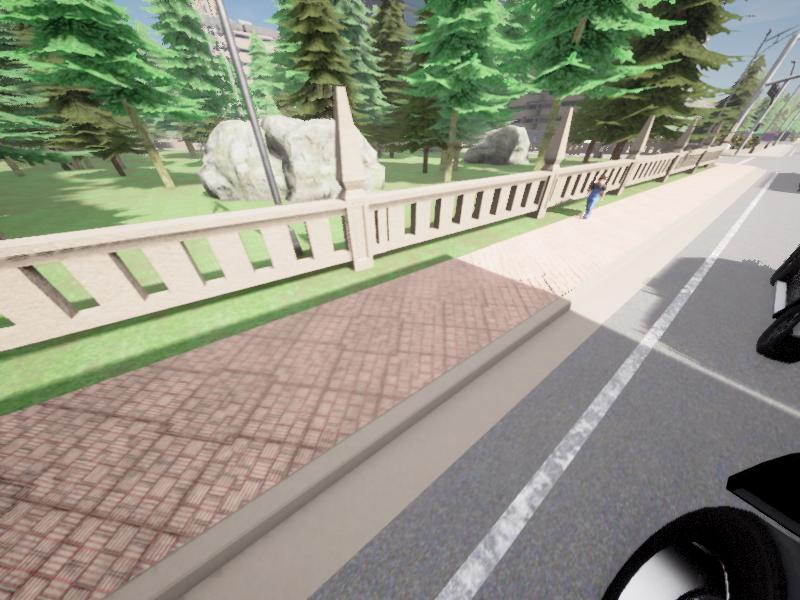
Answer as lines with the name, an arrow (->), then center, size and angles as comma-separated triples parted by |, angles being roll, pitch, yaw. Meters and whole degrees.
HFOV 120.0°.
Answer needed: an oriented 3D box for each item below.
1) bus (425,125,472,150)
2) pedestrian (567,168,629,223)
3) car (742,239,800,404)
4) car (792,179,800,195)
bus -> 10.752, -37.237, 52.967 | 3.944, 4.253, 10.273 | -22, 41, -28
pedestrian -> 5.807, -3.103, 6.837 | 0.751, 1.300, 0.751 | -20, 40, -26
car -> 6.331, -0.161, 2.548 | 4.605, 1.855, 1.932 | -21, 40, -28
car -> 20.332, -5.744, 10.586 | 3.633, 1.501, 1.845 | -22, 41, -28
